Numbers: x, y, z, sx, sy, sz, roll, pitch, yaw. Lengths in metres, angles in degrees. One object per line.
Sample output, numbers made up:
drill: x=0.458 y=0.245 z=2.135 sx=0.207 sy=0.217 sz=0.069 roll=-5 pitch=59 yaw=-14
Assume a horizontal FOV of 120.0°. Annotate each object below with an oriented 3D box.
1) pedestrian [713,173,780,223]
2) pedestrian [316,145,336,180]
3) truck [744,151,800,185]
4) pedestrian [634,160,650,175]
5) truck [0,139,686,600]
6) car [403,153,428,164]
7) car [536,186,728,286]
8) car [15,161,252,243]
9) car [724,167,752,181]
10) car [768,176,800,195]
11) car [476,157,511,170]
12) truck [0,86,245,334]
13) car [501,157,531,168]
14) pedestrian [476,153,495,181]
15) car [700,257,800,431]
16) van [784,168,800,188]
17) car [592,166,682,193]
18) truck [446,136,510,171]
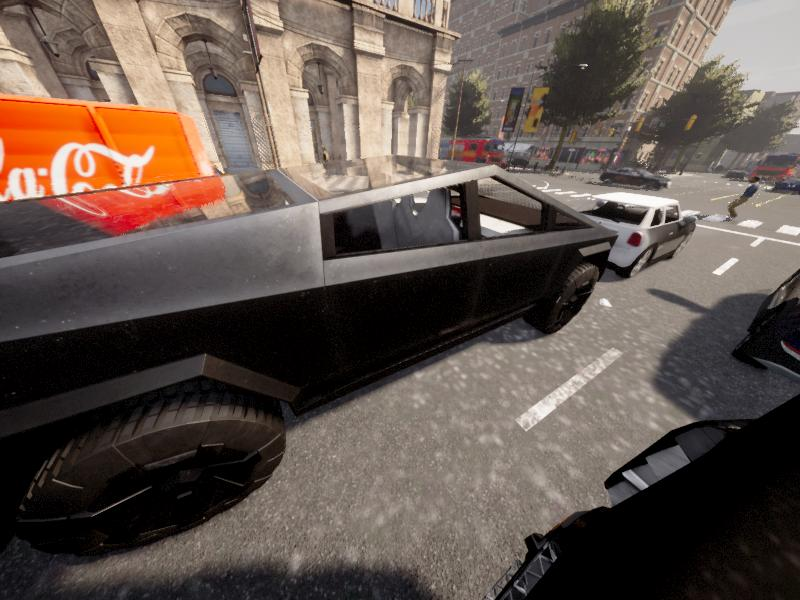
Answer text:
pedestrian: x=15.089 y=-4.472 z=10.120 sx=0.751 sy=1.860 sz=0.751 roll=-17 pitch=38 yaw=-27
pedestrian: x=-4.811 y=-8.968 z=15.078 sx=0.751 sy=1.860 sz=0.751 roll=-21 pitch=41 yaw=-32
truck: x=55.345 y=-19.364 z=33.917 sx=8.468 sy=3.827 sz=2.891 roll=-16 pitch=38 yaw=-26
pedestrian: x=36.733 y=-20.096 z=35.043 sx=0.751 sy=1.860 sz=0.751 roll=-15 pitch=38 yaw=-25
truck: x=-0.123 y=-0.414 z=2.663 sx=6.274 sy=2.098 sz=2.390 roll=-16 pitch=38 yaw=-26
car: x=2.529 y=-24.524 z=39.890 sx=1.895 sy=1.301 sz=4.718 roll=-16 pitch=38 yaw=-26
car: x=5.756 y=-1.852 z=5.845 sx=3.806 sy=1.475 sz=1.970 roll=-16 pitch=38 yaw=-26
car: x=-6.447 y=-2.866 z=6.379 sx=3.633 sy=1.501 sz=1.845 roll=-16 pitch=38 yaw=-26
car: x=56.479 y=-21.148 z=38.669 sx=5.238 sy=1.638 sz=1.930 roll=-24 pitch=42 yaw=-34
car: x=39.459 y=-11.527 z=23.115 sx=4.181 sy=1.385 sz=1.994 roll=-16 pitch=38 yaw=-26
car: x=13.993 y=-20.587 z=34.856 sx=1.895 sy=1.301 sz=4.718 roll=-16 pitch=38 yaw=-26
truck: x=-5.576 y=-1.266 z=3.175 sx=5.204 sy=2.467 sz=2.627 roll=-16 pitch=38 yaw=-25
car: x=21.570 y=-25.752 z=43.085 sx=1.812 sy=1.442 sz=4.674 roll=-18 pitch=39 yaw=-29
pedestrian: x=6.698 y=-10.439 z=18.182 sx=0.751 sy=1.860 sz=0.751 roll=-12 pitch=36 yaw=-21
car: x=6.276 y=0.178 z=2.691 sx=4.856 sy=1.649 sz=2.033 roll=-16 pitch=38 yaw=-26
van: x=53.036 y=-15.881 z=29.761 sx=6.366 sy=2.431 sz=2.351 roll=-16 pitch=38 yaw=-26
car: x=20.274 y=-10.565 z=20.058 sx=2.128 sy=1.511 sz=4.902 roll=-16 pitch=38 yaw=-26
truck: x=10.656 y=-21.136 z=33.134 sx=2.891 sy=3.827 sz=8.468 roll=-16 pitch=38 yaw=-26
